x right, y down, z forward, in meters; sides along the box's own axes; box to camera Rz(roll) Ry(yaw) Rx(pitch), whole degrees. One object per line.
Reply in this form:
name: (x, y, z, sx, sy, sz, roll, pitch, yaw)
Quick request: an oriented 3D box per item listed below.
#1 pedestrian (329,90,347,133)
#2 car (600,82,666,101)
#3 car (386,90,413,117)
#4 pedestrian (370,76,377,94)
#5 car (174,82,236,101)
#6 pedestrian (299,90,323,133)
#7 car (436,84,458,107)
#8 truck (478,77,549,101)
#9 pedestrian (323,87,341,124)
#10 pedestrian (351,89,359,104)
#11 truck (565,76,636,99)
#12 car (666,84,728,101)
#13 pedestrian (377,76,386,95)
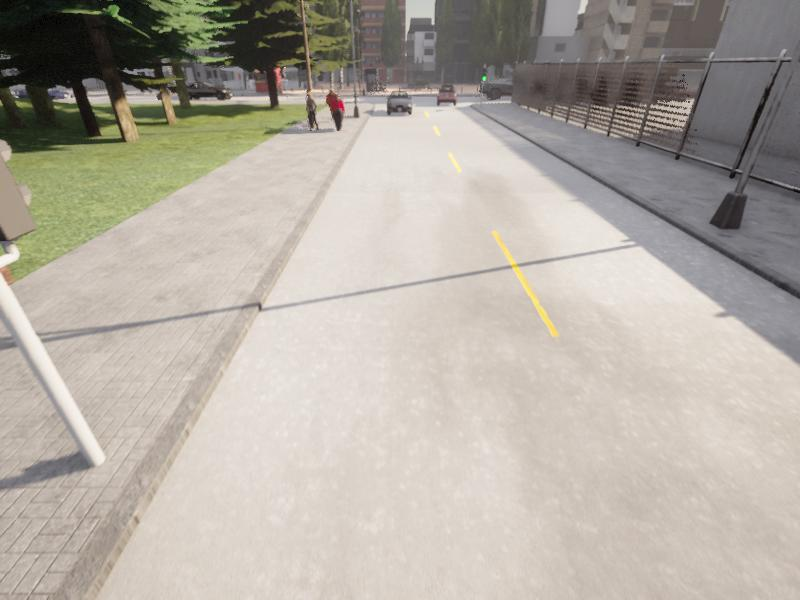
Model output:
pedestrian: (-3.090, -9.392, 19.973, 0.751, 1.860, 0.751, -4, 31, -7)
car: (23.703, -21.298, 40.847, 5.238, 1.638, 1.930, 1, 30, 0)
car: (-0.043, -14.369, 29.128, 1.816, 1.474, 4.193, 0, 30, -1)
pedestrian: (-3.160, -25.635, 47.763, 0.751, 1.860, 0.751, -3, 30, -6)
car: (-19.807, -21.269, 40.765, 5.027, 1.651, 2.152, 0, 30, 0)
pedestrian: (-4.427, -9.458, 20.086, 0.751, 1.860, 0.751, 7, 31, 11)
car: (4.273, -18.615, 36.267, 1.851, 1.617, 3.988, 3, 30, 5)
truck: (11.424, -21.475, 40.681, 6.274, 2.098, 2.390, 0, 30, 0)
pedestrian: (-3.958, -11.347, 23.317, 0.751, 1.860, 0.751, 3, 30, 5)
pedestrian: (-4.044, -18.235, 35.857, 0.500, 1.100, 0.500, -12, 32, -20)
truck: (22.017, -23.505, 44.167, 6.274, 2.098, 2.390, 0, 30, 0)
car: (30.237, -21.190, 40.865, 4.674, 1.442, 1.812, 0, 30, 0)
pedestrian: (-2.170, -25.255, 47.113, 0.751, 1.860, 0.751, 7, 31, 12)
